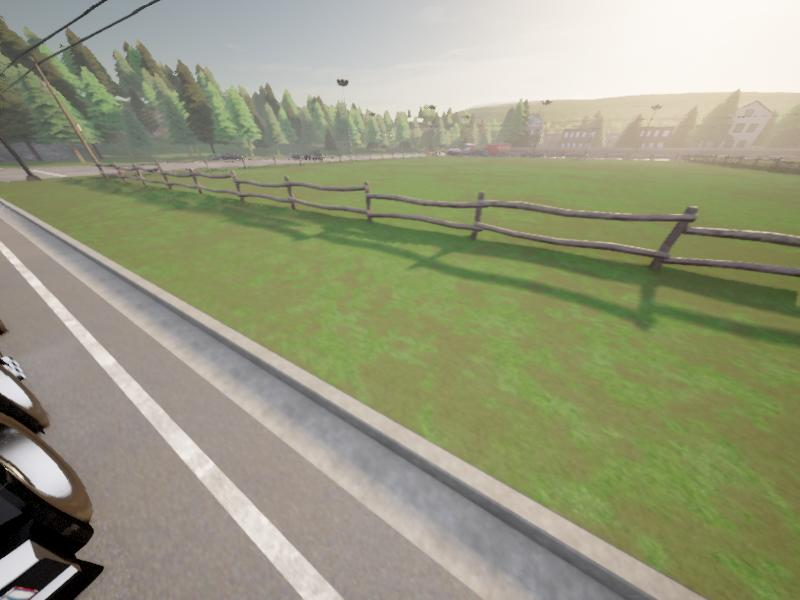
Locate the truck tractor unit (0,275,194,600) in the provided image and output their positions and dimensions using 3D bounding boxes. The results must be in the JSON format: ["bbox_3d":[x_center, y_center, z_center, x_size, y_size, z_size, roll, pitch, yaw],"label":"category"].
[{"bbox_3d":[-5.121,-0.275,0.841,6.516,4.208,3.053,16,35,25],"label":"truck tractor unit"}]

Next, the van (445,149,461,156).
[{"bbox_3d":[17.576,-49.076,76.906,4.480,2.038,2.069,13,36,19],"label":"van"}]

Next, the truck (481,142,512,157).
[{"bbox_3d":[31.896,-49.769,76.391,8.468,3.827,2.891,18,37,24],"label":"truck"}]

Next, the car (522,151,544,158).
[{"bbox_3d":[38.637,-42.260,67.040,5.238,1.638,1.930,18,37,24],"label":"car"}]

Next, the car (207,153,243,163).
[{"bbox_3d":[-33.132,-27.156,43.960,1.837,1.490,4.892,18,37,25],"label":"car"}]

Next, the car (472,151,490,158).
[{"bbox_3d":[24.642,-44.444,70.377,4.611,1.667,2.242,18,37,24],"label":"car"}]

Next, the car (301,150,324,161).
[{"bbox_3d":[-18.084,-30.032,48.028,1.905,1.878,3.866,18,37,25],"label":"car"}]

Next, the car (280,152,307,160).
[{"bbox_3d":[-23.697,-32.241,51.688,2.128,1.511,4.902,18,37,25],"label":"car"}]
